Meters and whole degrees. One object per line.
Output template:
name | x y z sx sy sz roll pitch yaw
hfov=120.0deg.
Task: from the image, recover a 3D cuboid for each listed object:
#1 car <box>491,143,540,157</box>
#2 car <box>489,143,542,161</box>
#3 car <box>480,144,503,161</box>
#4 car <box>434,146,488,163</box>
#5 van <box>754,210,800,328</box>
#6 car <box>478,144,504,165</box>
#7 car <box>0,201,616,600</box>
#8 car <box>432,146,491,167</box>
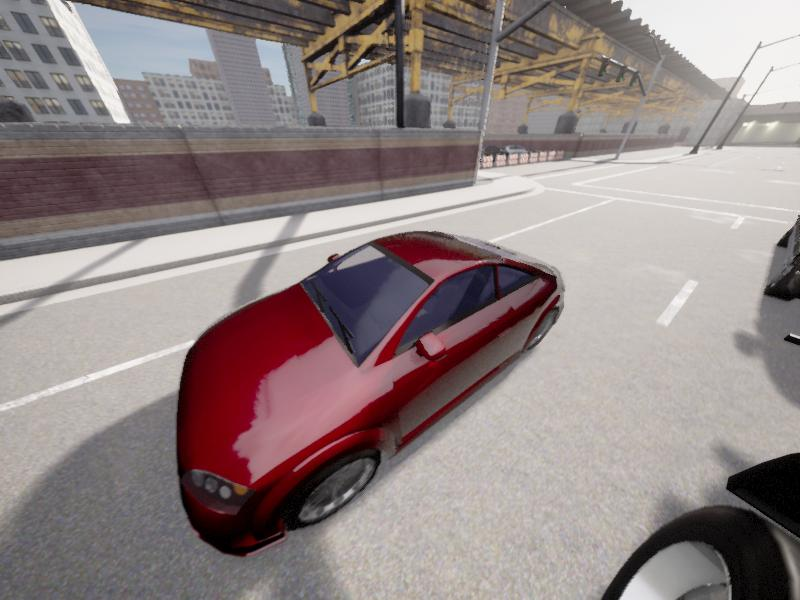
car | 13.231 -17.308 26.678 4.536 1.218 1.853 -4 35 -5
car | 13.284 -17.183 26.773 4.974 1.542 2.038 -4 35 -5
car | 9.360 -15.174 23.687 1.853 1.218 4.536 11 37 15
car | 5.527 -13.602 21.494 4.536 1.218 1.853 5 36 7
van | 8.473 -1.363 3.559 5.915 2.561 1.988 -22 41 -28
car | 9.344 -15.016 23.738 2.038 1.542 4.974 11 37 15
car | 0.048 0.100 2.580 4.181 1.385 1.994 -22 41 -28
car | 5.579 -13.469 21.579 4.974 1.542 2.038 5 36 7
